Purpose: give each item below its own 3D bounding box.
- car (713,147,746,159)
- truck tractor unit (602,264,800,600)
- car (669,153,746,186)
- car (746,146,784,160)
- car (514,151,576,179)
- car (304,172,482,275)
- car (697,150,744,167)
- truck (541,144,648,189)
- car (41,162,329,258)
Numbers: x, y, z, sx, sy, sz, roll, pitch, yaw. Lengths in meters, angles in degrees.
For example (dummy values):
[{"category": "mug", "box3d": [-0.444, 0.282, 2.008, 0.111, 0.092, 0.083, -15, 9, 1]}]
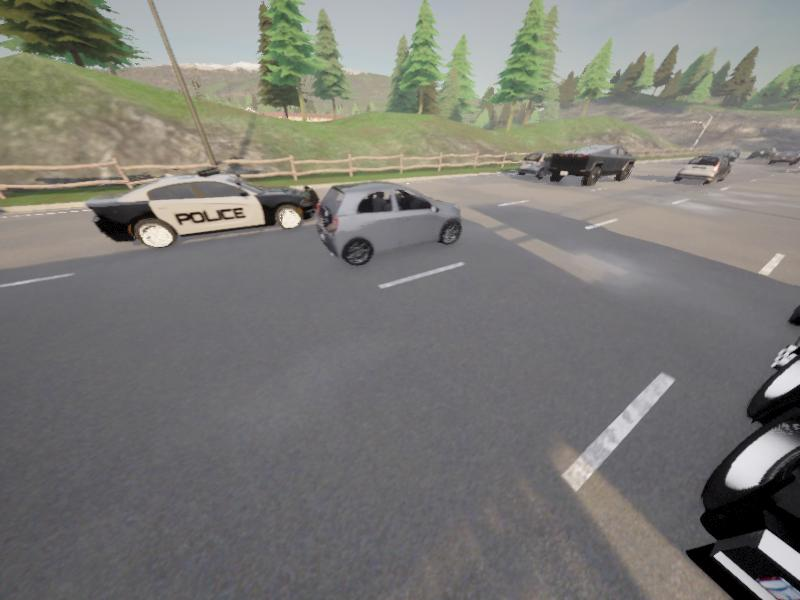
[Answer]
[{"category": "car", "box3d": [55.316, -24.651, 38.759, 4.514, 1.525, 2.007, -18, 39, -24]}, {"category": "truck tractor unit", "box3d": [5.115, -0.294, 0.787, 6.516, 4.208, 3.053, -18, 39, -24]}, {"category": "car", "box3d": [20.698, -8.859, 15.584, 3.988, 1.617, 1.851, -18, 39, -25]}, {"category": "car", "box3d": [57.532, -23.174, 36.422, 4.553, 1.767, 2.097, -18, 39, -24]}, {"category": "car", "box3d": [11.018, -10.349, 17.624, 3.988, 1.617, 1.851, -18, 39, -24]}, {"category": "car", "box3d": [-0.128, -2.102, 5.703, 3.633, 1.501, 1.845, -18, 39, -24]}, {"category": "car", "box3d": [37.158, -16.475, 26.785, 5.008, 1.535, 1.882, -18, 39, -24]}, {"category": "truck", "box3d": [12.472, -8.718, 14.862, 6.274, 2.098, 2.390, -18, 39, -24]}, {"category": "car", "box3d": [-5.064, -2.856, 6.636, 5.238, 1.638, 1.930, -18, 39, -24]}]
